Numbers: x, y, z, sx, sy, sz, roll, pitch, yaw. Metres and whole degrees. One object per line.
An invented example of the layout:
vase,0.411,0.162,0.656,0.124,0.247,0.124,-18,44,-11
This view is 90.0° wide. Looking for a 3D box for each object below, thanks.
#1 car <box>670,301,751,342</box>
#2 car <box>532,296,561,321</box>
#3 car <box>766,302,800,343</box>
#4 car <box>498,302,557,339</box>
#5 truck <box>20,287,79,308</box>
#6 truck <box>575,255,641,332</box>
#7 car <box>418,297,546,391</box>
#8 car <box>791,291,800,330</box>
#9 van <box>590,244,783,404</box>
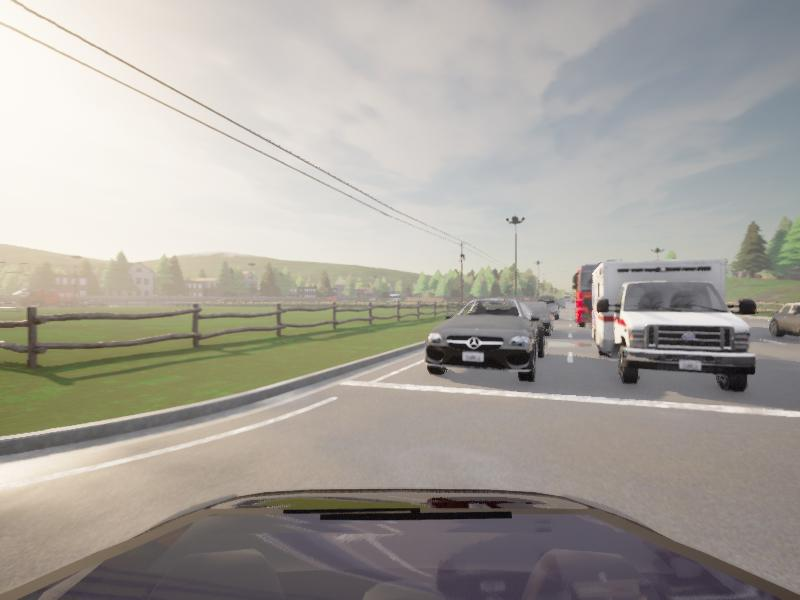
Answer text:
car,12.943,0.810,16.946,1.845,1.501,3.633,0,0,23
car,11.738,0.612,31.952,1.932,1.855,4.605,0,1,23
car,15.998,0.841,15.186,1.970,1.475,3.806,0,0,23
car,6.115,0.829,18.778,2.163,1.488,4.792,0,0,23
truck,-69.376,-0.465,79.456,2.891,3.827,8.468,0,0,23
truck,12.266,-0.350,24.279,2.891,3.827,8.468,0,0,23
car,2.316,0.769,9.766,2.152,1.651,5.027,0,0,22
car,21.484,0.553,19.119,2.150,2.045,5.566,0,0,23
van,5.977,0.367,9.487,2.351,2.431,6.366,0,0,23
